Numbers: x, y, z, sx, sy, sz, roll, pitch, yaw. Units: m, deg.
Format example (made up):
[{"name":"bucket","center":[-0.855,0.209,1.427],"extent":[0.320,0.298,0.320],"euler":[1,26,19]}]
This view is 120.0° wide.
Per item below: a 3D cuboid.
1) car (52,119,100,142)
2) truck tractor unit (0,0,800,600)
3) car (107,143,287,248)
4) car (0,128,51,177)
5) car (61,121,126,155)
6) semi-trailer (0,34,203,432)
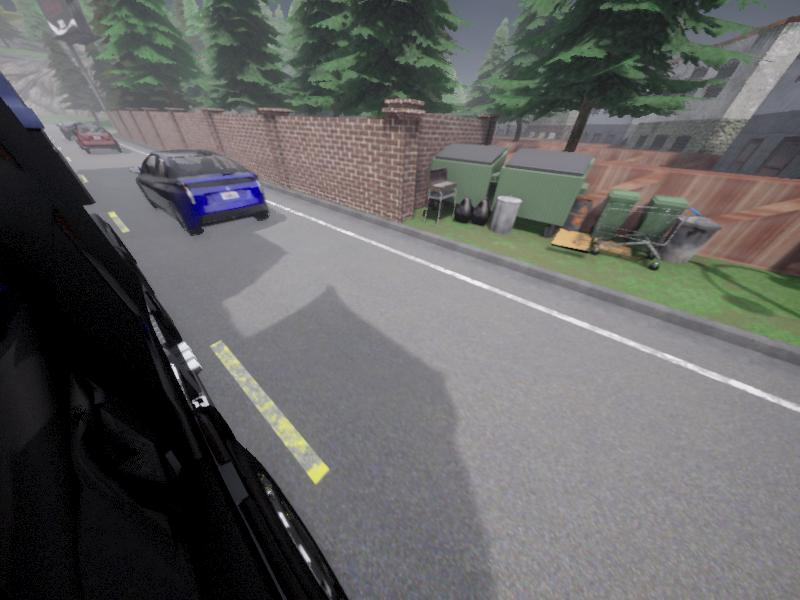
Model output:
[{"name":"car","center":[-29.712,-15.571,21.181],"extent":[4.674,1.442,1.812],"euler":[27,43,29]},{"name":"truck tractor unit","center":[-2.645,-0.295,0.352],"extent":[6.516,4.208,3.053],"euler":[28,44,30]},{"name":"car","center":[-5.338,-3.043,6.079],"extent":[4.514,1.525,2.007],"euler":[27,43,29]},{"name":"car","center":[-17.026,-6.290,9.744],"extent":[4.181,1.385,1.994],"euler":[27,43,29]},{"name":"car","center":[-20.417,-10.826,15.402],"extent":[3.705,1.549,1.789],"euler":[27,43,29]},{"name":"semi-trailer","center":[-8.771,-3.566,4.138],"extent":[14.254,4.402,2.717],"euler":[27,43,29]}]
